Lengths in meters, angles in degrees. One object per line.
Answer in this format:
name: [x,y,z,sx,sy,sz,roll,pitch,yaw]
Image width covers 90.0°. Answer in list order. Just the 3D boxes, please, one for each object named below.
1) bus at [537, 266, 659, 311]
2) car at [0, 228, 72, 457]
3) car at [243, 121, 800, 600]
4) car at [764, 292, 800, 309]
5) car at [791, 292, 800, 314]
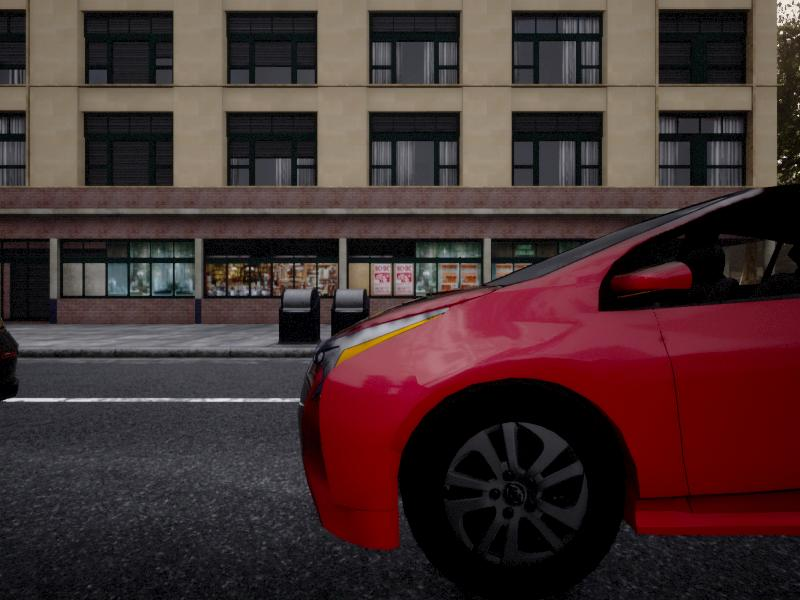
bus: [19.643,-1.133,40.246,10.273,4.253,3.944,0,0,0]
car: [-4.859,0.270,2.172,4.674,1.442,1.812,0,0,0]
car: [1.791,0.228,2.195,4.514,1.525,2.007,0,0,0]
car: [42.436,0.046,43.539,3.866,1.878,1.905,0,0,-1]
car: [29.894,0.201,26.977,1.801,1.575,5.366,0,0,-1]
